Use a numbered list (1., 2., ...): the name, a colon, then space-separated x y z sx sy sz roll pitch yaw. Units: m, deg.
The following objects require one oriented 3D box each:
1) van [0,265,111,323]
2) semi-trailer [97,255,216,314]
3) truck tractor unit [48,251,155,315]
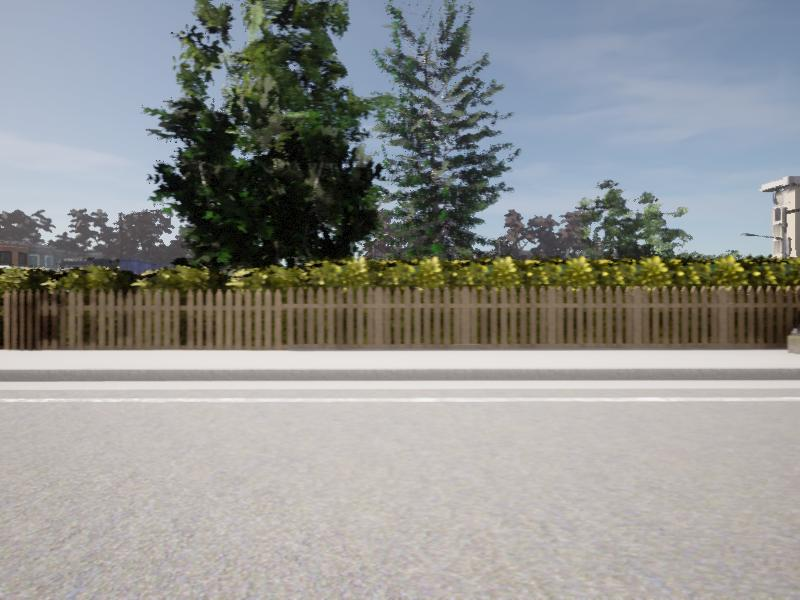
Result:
1. van: -18.067 -0.255 20.658 1.988 2.561 5.915 0 0 0
2. semi-trailer: -21.730 -1.189 37.464 2.717 4.402 14.254 0 0 -1
3. truck tractor unit: -21.603 -1.093 29.553 3.053 4.208 6.516 0 0 -1
